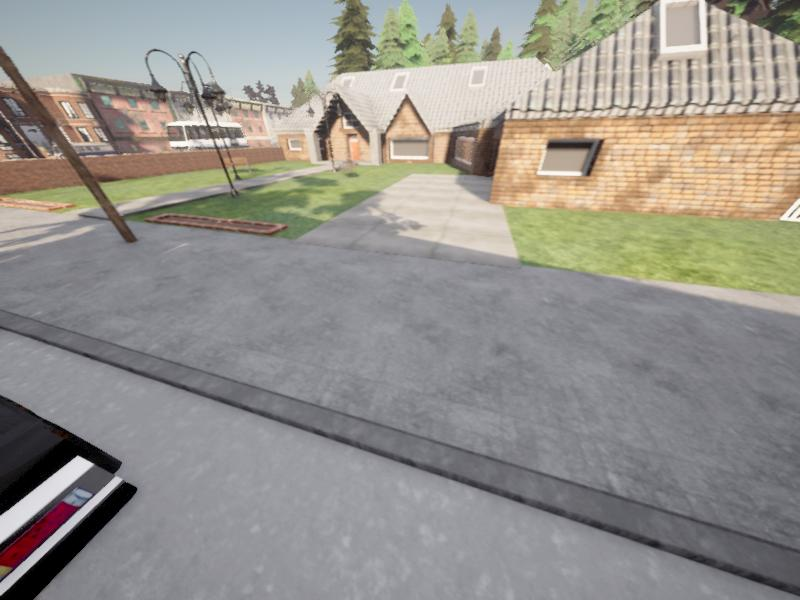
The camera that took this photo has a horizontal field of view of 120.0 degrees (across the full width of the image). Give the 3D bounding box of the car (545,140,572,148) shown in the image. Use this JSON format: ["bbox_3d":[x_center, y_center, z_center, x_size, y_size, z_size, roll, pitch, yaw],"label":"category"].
[{"bbox_3d":[41.042,-40.492,59.969,5.027,1.651,2.152,9,36,13],"label":"car"}]

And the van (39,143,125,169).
[{"bbox_3d":[-31.656,-14.578,23.274,1.775,1.987,4.442,9,37,14],"label":"van"}]

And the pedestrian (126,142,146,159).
[{"bbox_3d":[-35.308,-19.956,30.901,0.751,1.860,0.751,5,36,8],"label":"pedestrian"}]

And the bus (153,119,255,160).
[{"bbox_3d":[-27.535,-23.324,33.640,3.944,4.253,10.273,9,37,14],"label":"bus"}]

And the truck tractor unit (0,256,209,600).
[{"bbox_3d":[-5.298,-0.048,0.444,6.516,4.208,3.053,9,36,14],"label":"truck tractor unit"}]
